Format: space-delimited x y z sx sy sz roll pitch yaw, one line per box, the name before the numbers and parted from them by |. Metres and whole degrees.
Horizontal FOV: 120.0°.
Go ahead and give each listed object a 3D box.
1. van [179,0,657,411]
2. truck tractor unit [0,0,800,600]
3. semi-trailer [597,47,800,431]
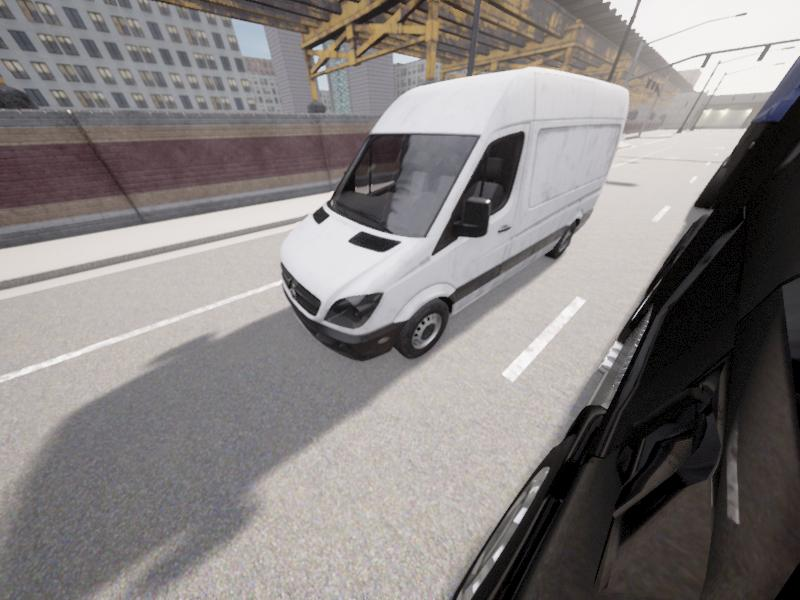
van | 1.148 -1.600 3.508 5.915 2.561 1.988 -27 44 -30
truck tractor unit | 2.645 -0.295 0.352 6.516 4.208 3.053 -28 44 -30
semi-trailer | 8.725 -3.523 4.293 14.254 4.402 2.717 -27 44 -30
